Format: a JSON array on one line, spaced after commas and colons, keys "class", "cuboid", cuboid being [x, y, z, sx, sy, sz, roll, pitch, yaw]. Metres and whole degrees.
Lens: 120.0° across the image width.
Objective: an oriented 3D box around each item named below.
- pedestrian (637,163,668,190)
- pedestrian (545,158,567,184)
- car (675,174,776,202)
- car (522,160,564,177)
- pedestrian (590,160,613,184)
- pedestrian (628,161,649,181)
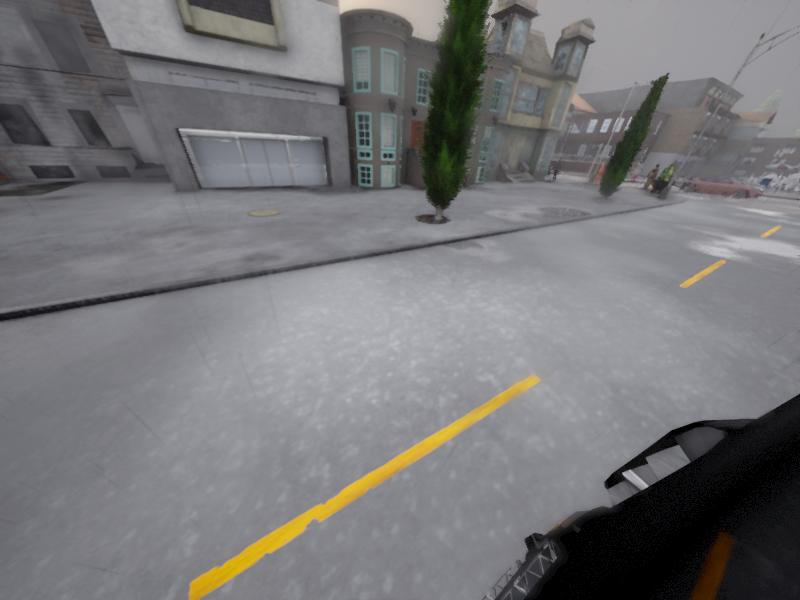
[{"class": "pedestrian", "cuboid": [20.489, -10.026, 18.785, 0.751, 1.860, 0.751, -5, 34, -12]}, {"class": "pedestrian", "cuboid": [13.442, -11.120, 19.912, 0.751, 1.860, 0.751, 7, 34, 6]}, {"class": "car", "cuboid": [25.028, -8.813, 17.984, 1.994, 1.385, 4.181, -15, 38, -25]}, {"class": "car", "cuboid": [17.654, -16.355, 28.697, 1.970, 1.475, 3.806, -15, 38, -25]}, {"class": "pedestrian", "cuboid": [18.547, -11.795, 21.305, 0.751, 1.860, 0.751, 8, 34, 8]}, {"class": "pedestrian", "cuboid": [27.032, -14.615, 26.221, 0.751, 1.860, 0.751, 16, 36, 18]}]
